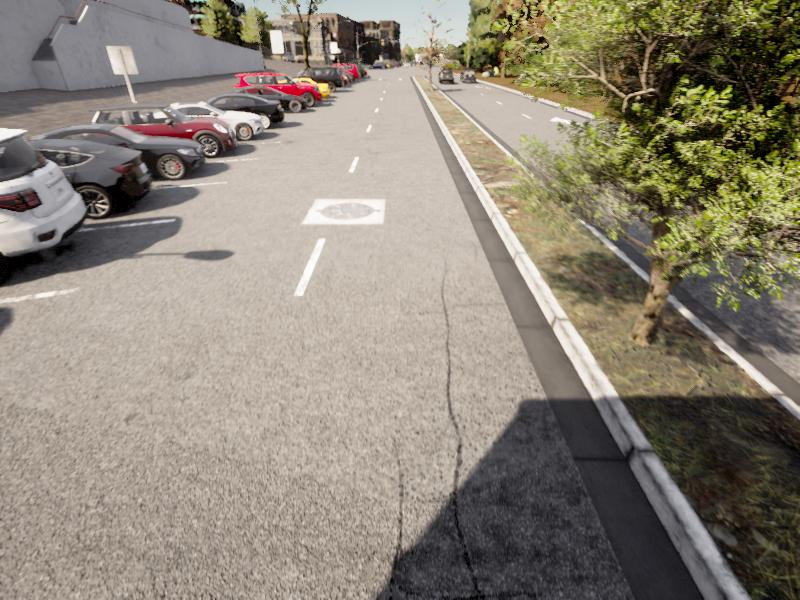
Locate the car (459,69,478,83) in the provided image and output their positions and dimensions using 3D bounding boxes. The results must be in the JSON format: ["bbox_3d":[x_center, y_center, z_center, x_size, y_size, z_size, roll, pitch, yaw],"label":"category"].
[{"bbox_3d":[8.757,-28.873,51.528,1.789,1.549,3.705,0,31,0],"label":"car"}]

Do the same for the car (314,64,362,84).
[{"bbox_3d":[-8.069,-29.380,51.926,5.566,2.045,2.435,-11,33,-17],"label":"car"}]

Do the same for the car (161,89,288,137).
[{"bbox_3d":[-8.050,-8.842,18.772,5.008,1.535,2.097,-11,33,-17],"label":"car"}]

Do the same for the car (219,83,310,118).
[{"bbox_3d":[-8.029,-11.971,23.910,4.792,1.488,2.163,-11,33,-17],"label":"car"}]

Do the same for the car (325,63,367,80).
[{"bbox_3d":[-8.043,-34.044,59.639,5.566,2.045,2.435,-11,33,-16],"label":"car"}]

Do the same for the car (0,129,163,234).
[{"bbox_3d":[-8.088,-2.538,8.531,4.792,1.488,2.163,-11,33,-17],"label":"car"}]

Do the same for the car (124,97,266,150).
[{"bbox_3d":[-8.061,-7.236,16.236,4.674,1.452,2.002,-11,33,-17],"label":"car"}]

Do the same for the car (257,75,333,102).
[{"bbox_3d":[-8.224,-16.664,31.498,5.366,1.575,1.946,-11,33,-17],"label":"car"}]

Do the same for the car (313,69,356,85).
[{"bbox_3d":[-8.068,-27.586,49.502,4.792,1.488,2.163,-11,33,-17],"label":"car"}]

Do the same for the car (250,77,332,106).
[{"bbox_3d":[-7.878,-15.171,29.051,5.366,1.575,1.946,-11,33,-16],"label":"car"}]

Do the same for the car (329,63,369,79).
[{"bbox_3d":[-7.971,-35.616,62.238,5.566,2.045,2.435,-11,32,-16],"label":"car"}]

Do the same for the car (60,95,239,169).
[{"bbox_3d":[-8.092,-5.803,13.583,4.553,1.767,2.185,-11,33,-17],"label":"car"}]

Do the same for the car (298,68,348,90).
[{"bbox_3d":[-8.017,-23.063,41.742,4.553,1.767,2.185,-11,33,-17],"label":"car"}]

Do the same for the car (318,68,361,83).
[{"bbox_3d":[-8.210,-30.693,54.580,5.366,1.575,1.946,-11,33,-17],"label":"car"}]

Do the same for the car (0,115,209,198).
[{"bbox_3d":[-8.063,-4.100,11.121,4.674,1.452,2.002,-11,33,-17],"label":"car"}]

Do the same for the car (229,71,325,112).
[{"bbox_3d":[-8.033,-13.783,26.322,5.566,2.045,2.435,-11,33,-17],"label":"car"}]

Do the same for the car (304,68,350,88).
[{"bbox_3d":[-8.078,-24.611,44.295,4.553,1.767,2.185,-11,33,-17],"label":"car"}]

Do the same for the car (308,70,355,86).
[{"bbox_3d":[-8.051,-26.064,46.935,4.892,1.521,2.231,-11,32,-17],"label":"car"}]

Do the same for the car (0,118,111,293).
[{"bbox_3d":[-8.092,-1.221,5.822,5.566,2.045,2.435,-11,33,-17],"label":"car"}]

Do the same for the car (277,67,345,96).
[{"bbox_3d":[-8.076,-20.035,36.530,5.566,2.045,2.435,-11,33,-17],"label":"car"}]

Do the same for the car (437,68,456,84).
[{"bbox_3d":[5.759,-28.124,50.248,1.851,1.617,3.988,0,31,0],"label":"car"}]
